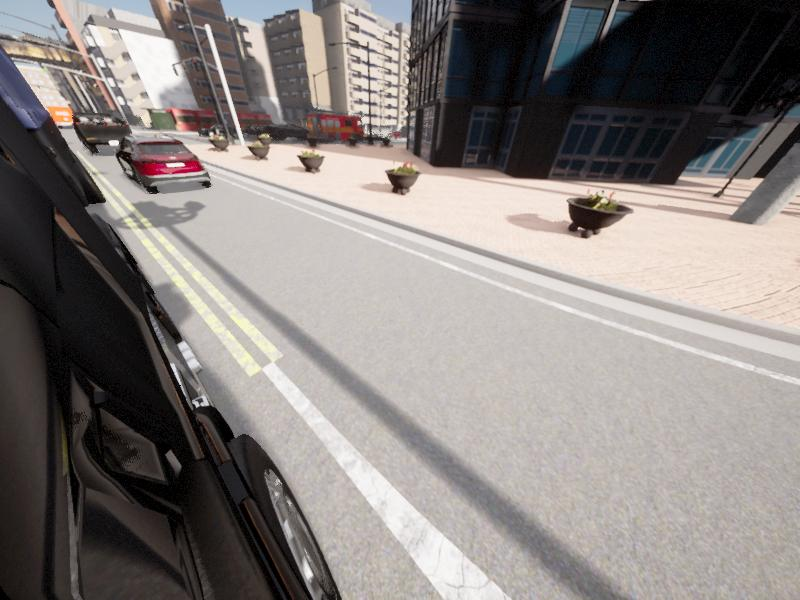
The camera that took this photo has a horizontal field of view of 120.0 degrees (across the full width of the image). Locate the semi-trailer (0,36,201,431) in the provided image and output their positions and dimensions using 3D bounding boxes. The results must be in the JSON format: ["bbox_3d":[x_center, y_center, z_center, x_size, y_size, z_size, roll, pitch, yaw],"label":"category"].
[{"bbox_3d":[-8.659,-3.645,4.247,14.254,4.402,2.717,29,44,30],"label":"semi-trailer"}]

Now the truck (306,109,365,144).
[{"bbox_3d":[-9.498,-26.370,35.407,2.891,3.827,8.468,27,42,29],"label":"truck"}]

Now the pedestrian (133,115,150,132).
[{"bbox_3d":[-36.534,-24.986,32.666,0.751,1.860,0.751,31,45,32],"label":"pedestrian"}]

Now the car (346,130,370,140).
[{"bbox_3d":[-9.020,-35.747,50.145,1.801,1.575,5.366,27,42,29],"label":"car"}]

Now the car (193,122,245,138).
[{"bbox_3d":[-25.665,-24.203,32.960,1.930,1.638,5.238,27,43,29],"label":"car"}]

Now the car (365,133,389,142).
[{"bbox_3d":[-4.553,-32.142,45.851,1.895,1.301,4.718,27,42,29],"label":"car"}]

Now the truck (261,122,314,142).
[{"bbox_3d":[-16.138,-24.400,33.623,2.390,2.098,6.274,27,43,29],"label":"truck"}]

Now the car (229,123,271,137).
[{"bbox_3d":[-24.742,-28.149,38.384,1.930,1.638,5.238,27,42,29],"label":"car"}]

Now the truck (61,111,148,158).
[{"bbox_3d":[-19.440,-10.956,15.177,6.274,2.098,2.390,29,44,30],"label":"truck"}]

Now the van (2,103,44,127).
[{"bbox_3d":[-53.758,-26.413,33.025,5.915,2.561,1.988,28,43,29],"label":"van"}]

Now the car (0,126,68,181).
[{"bbox_3d":[-16.281,-6.282,9.694,4.974,1.542,2.038,27,44,30],"label":"car"}]

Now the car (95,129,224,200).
[{"bbox_3d":[-9.150,-5.316,8.765,4.856,1.649,2.033,28,43,29],"label":"car"}]

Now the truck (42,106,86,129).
[{"bbox_3d":[-48.484,-26.333,33.340,5.204,2.467,2.627,28,43,29],"label":"truck"}]

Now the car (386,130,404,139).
[{"bbox_3d":[-1.376,-42.981,60.150,2.033,1.649,4.856,27,42,29],"label":"car"}]

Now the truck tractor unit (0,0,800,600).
[{"bbox_3d":[-2.645,-0.295,0.351,6.516,4.208,3.053,28,44,30],"label":"truck tractor unit"}]
